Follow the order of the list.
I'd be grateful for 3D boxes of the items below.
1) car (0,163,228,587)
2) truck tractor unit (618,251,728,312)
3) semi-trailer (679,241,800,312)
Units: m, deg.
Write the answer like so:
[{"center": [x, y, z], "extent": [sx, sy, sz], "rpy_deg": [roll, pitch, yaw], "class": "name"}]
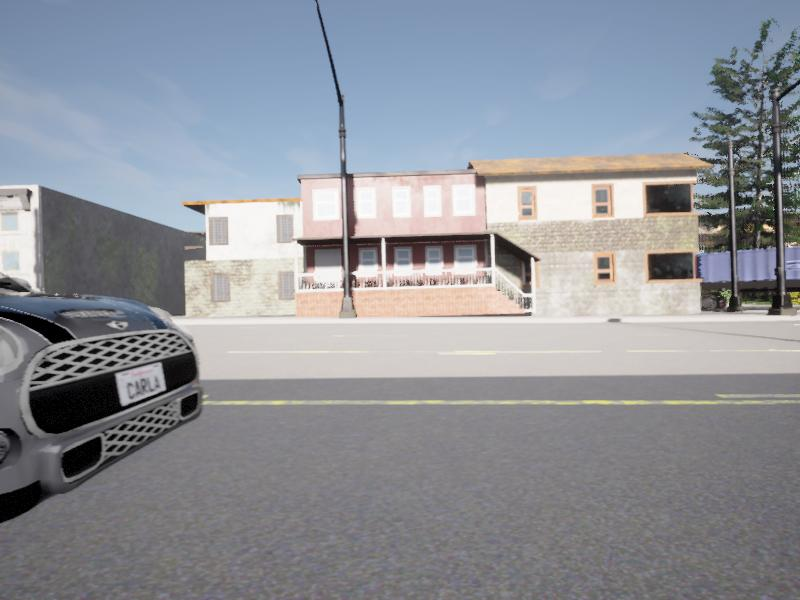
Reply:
[{"center": [-3.290, 0.268, 2.223], "extent": [3.806, 1.475, 1.970], "rpy_deg": [0, 0, 0], "class": "car"}, {"center": [21.004, -1.235, 31.012], "extent": [3.053, 4.208, 6.516], "rpy_deg": [-2, 0, -45], "class": "truck tractor unit"}, {"center": [26.597, -1.507, 25.411], "extent": [2.717, 4.402, 14.254], "rpy_deg": [-2, 0, -45], "class": "semi-trailer"}]
